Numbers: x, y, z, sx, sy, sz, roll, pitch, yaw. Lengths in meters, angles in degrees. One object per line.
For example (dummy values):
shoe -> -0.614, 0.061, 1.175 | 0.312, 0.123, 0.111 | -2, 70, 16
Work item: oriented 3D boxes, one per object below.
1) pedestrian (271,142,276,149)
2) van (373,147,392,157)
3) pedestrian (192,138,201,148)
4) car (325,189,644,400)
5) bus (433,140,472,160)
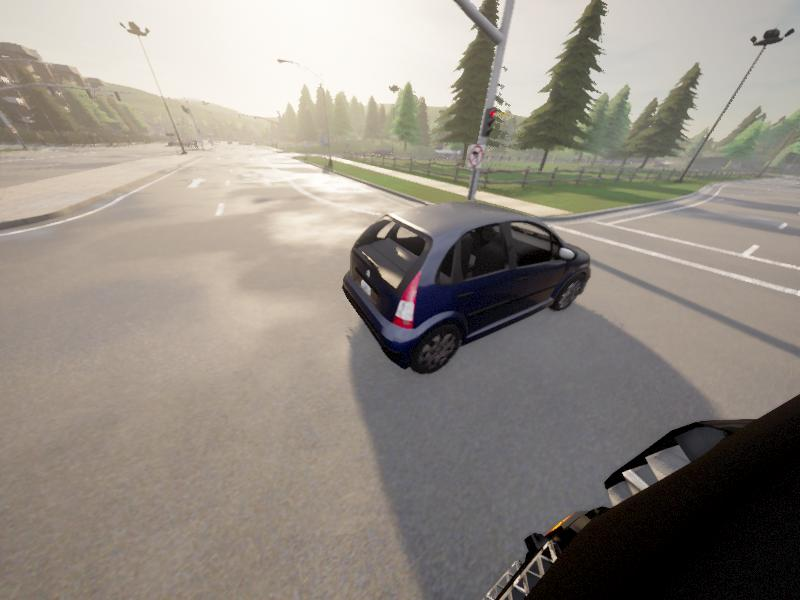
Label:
pedestrian -> -39.955, -48.859, 72.927 | 0.751, 1.860, 0.751 | -16, 38, -26
van -> -4.521, -38.051, 59.499 | 4.442, 1.987, 1.775 | -16, 38, -26
pedestrian -> -44.640, -34.337, 50.578 | 0.751, 1.860, 0.751 | -10, 36, -19
car -> 1.234, -0.578, 3.493 | 3.988, 1.617, 1.851 | -16, 38, -26
bus -> 14.744, -42.103, 65.059 | 10.273, 4.253, 3.944 | -16, 38, -26
